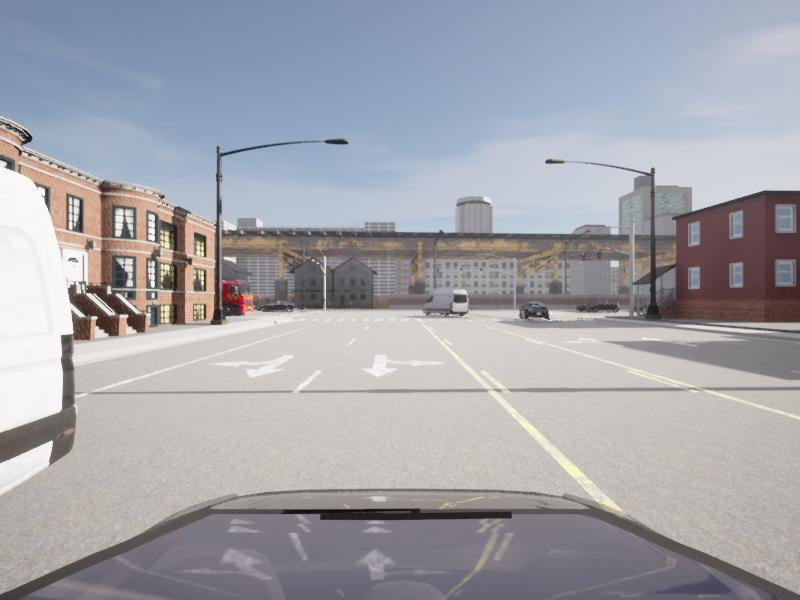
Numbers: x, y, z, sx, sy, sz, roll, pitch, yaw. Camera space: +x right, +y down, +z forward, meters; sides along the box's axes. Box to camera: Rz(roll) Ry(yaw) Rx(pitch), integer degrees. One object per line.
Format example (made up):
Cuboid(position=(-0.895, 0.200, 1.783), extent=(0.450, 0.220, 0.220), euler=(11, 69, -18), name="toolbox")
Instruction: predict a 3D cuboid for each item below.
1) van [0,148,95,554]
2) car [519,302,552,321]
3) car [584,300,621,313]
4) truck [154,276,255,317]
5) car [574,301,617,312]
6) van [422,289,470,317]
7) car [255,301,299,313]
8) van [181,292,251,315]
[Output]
Cuboid(position=(-3.510, 0.322, 0.351), extent=(1.988, 2.561, 5.915), euler=(0, 0, 0), name="van")
Cuboid(position=(10.999, 0.869, 32.764), extent=(1.812, 1.442, 4.674), euler=(0, 0, 10), name="car")
Cuboid(position=(25.327, 0.815, 50.007), extent=(3.705, 1.549, 1.789), euler=(0, 0, 0), name="car")
Cuboid(position=(-19.040, -0.321, 39.318), extent=(8.468, 3.827, 2.891), euler=(0, 0, 0), name="truck")
Cuboid(position=(26.137, 0.844, 53.509), extent=(4.892, 1.490, 1.837), euler=(0, 0, 0), name="car")
Cuboid(position=(4.410, 0.322, 39.771), extent=(1.988, 2.561, 5.915), euler=(1, 0, -24), name="van")
Cuboid(position=(-15.245, 0.835, 49.839), extent=(4.902, 1.511, 2.128), euler=(0, 0, 0), name="car")
Cuboid(position=(-19.605, 0.378, 42.873), extent=(6.366, 2.431, 2.351), euler=(0, 0, 0), name="van")
